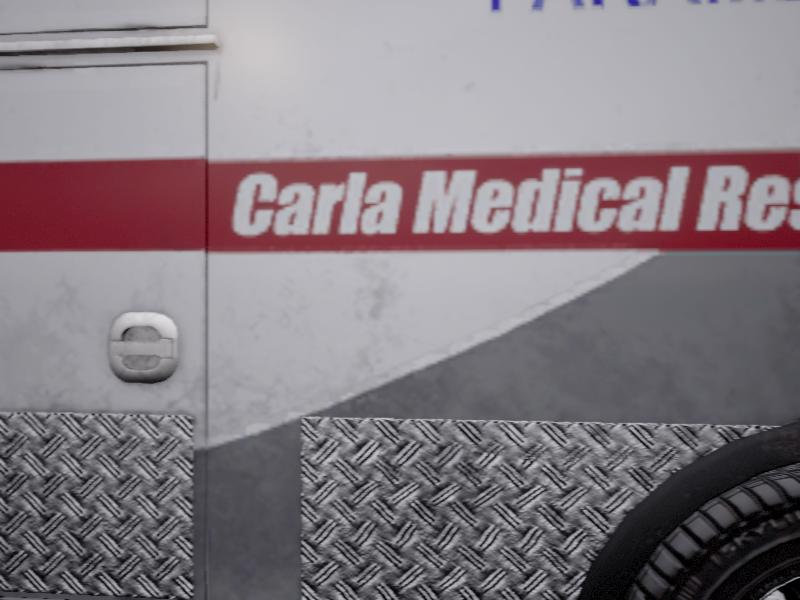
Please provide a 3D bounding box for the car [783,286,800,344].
[{"bbox_3d":[9.625,0.344,6.992,1.895,1.301,4.718,0,0,9],"label":"car"}]

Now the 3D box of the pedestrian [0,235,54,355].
[{"bbox_3d":[-6.409,-0.075,6.597,0.751,1.860,0.751,0,0,5],"label":"pedestrian"}]

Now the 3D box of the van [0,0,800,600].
[{"bbox_3d":[-0.585,-0.222,1.796,6.366,2.431,2.351,0,0,3],"label":"van"}]

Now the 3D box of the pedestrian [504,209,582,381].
[{"bbox_3d":[1.661,-0.054,4.767,0.751,1.860,0.751,0,0,9],"label":"pedestrian"}]
